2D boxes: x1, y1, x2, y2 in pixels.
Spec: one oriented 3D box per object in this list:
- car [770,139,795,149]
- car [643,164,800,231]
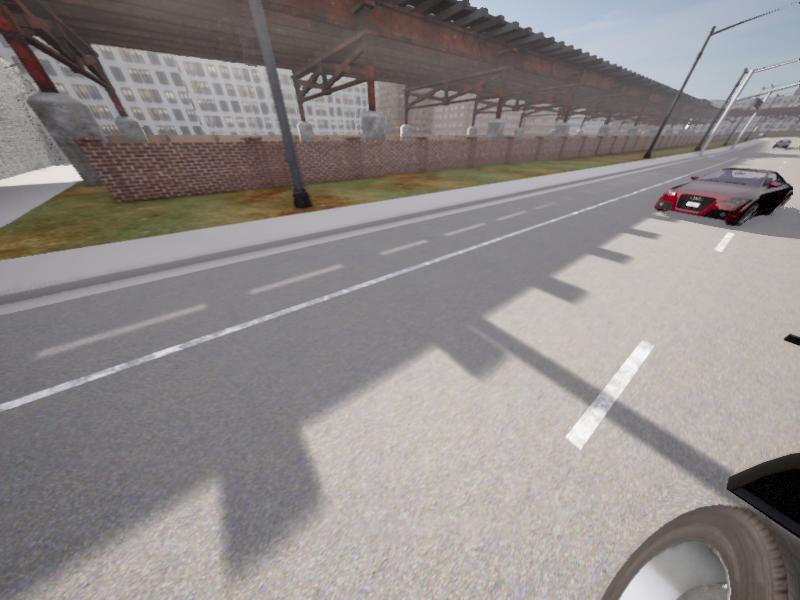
[{"bbox_3d":[72.333,-29.497,43.660,3.633,1.501,1.845,-23,41,-27],"label":"car"},{"bbox_3d":[10.947,-3.589,7.726,4.181,1.385,1.994,-14,38,-19],"label":"car"}]
